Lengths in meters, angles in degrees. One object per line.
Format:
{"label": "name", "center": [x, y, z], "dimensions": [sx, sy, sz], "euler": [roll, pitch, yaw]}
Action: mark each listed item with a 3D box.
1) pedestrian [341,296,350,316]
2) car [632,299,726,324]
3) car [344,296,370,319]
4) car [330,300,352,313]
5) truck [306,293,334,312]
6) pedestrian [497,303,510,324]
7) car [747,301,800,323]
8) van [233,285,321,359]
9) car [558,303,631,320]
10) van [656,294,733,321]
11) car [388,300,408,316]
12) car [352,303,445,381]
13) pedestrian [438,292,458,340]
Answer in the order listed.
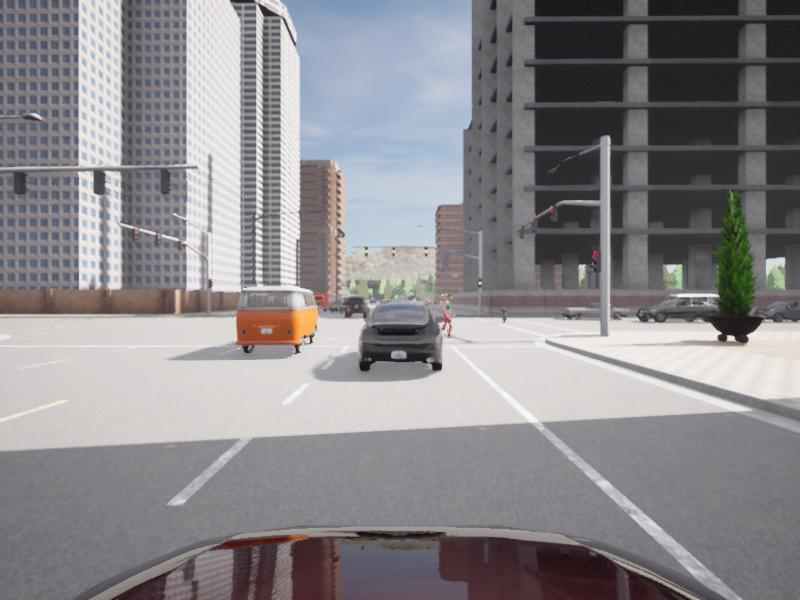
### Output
{"label": "pedestrian", "center": [-5.399, 0.583, 39.322], "dimensions": [0.751, 1.860, 0.751], "euler": [0, 0, 3]}
{"label": "car", "center": [19.244, 0.743, 27.777], "dimensions": [5.027, 1.651, 2.152], "euler": [0, 0, 0]}
{"label": "car", "center": [-3.695, 0.599, 34.846], "dimensions": [1.905, 1.878, 3.866], "euler": [0, 0, 0]}
{"label": "car", "center": [-7.120, 0.761, 48.892], "dimensions": [2.007, 1.525, 4.514], "euler": [0, 0, 1]}
{"label": "truck", "center": [-10.549, 0.284, 53.416], "dimensions": [2.627, 2.467, 5.204], "euler": [0, 0, 1]}
{"label": "pedestrian", "center": [6.776, 0.881, 26.110], "dimensions": [0.751, 1.300, 0.751], "euler": [0, 0, 9]}
{"label": "car", "center": [26.702, 0.789, 27.733], "dimensions": [3.633, 1.501, 1.845], "euler": [0, 0, 0]}
{"label": "van", "center": [-3.778, 0.581, 13.065], "dimensions": [1.775, 1.987, 4.442], "euler": [0, 0, -4]}
{"label": "car", "center": [15.138, 0.901, 31.308], "dimensions": [4.718, 1.301, 1.895], "euler": [0, 0, 0]}
{"label": "van", "center": [22.909, 0.529, 31.256], "dimensions": [4.480, 2.038, 2.069], "euler": [0, 0, 0]}
{"label": "car", "center": [-0.195, 0.766, 41.674], "dimensions": [1.882, 1.535, 5.008], "euler": [0, 0, 0]}
{"label": "car", "center": [0.084, 0.830, 10.314], "dimensions": [1.837, 1.490, 4.892], "euler": [0, 0, 3]}
{"label": "pedestrian", "center": [1.887, 0.616, 15.831], "dimensions": [0.751, 1.860, 0.751], "euler": [0, 0, 6]}
